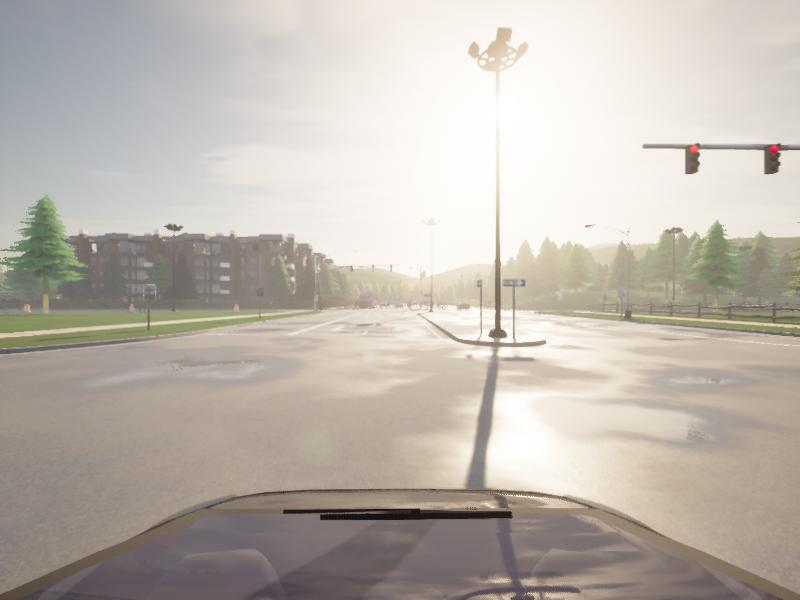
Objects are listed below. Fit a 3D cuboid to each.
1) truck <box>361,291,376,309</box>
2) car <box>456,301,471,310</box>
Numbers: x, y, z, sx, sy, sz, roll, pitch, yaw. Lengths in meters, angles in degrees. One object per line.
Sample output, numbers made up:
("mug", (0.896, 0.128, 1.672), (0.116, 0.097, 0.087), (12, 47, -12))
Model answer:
("truck", (-7.188, -0.015, 91.835), (2.891, 3.827, 8.468), (0, 0, -1))
("car", (11.497, 1.013, 72.805), (1.930, 1.638, 5.238), (0, 0, 0))
